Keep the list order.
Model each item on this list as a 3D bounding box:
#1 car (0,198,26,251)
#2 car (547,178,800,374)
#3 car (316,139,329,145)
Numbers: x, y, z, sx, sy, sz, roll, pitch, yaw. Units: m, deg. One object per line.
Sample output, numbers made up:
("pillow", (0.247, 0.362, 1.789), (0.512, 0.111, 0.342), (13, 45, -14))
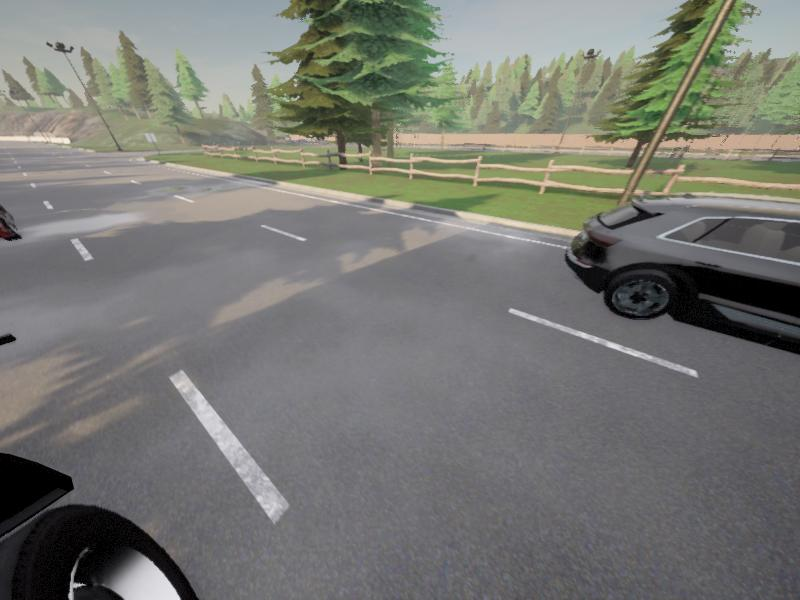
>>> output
("car", (-11.555, -2.141, 5.635), (4.181, 1.385, 1.994), (22, 41, 28))
("car", (5.111, -0.361, 3.055), (4.856, 1.649, 2.033), (22, 41, 28))
("car", (-26.025, -53.399, 77.972), (3.988, 1.617, 1.851), (22, 41, 28))
